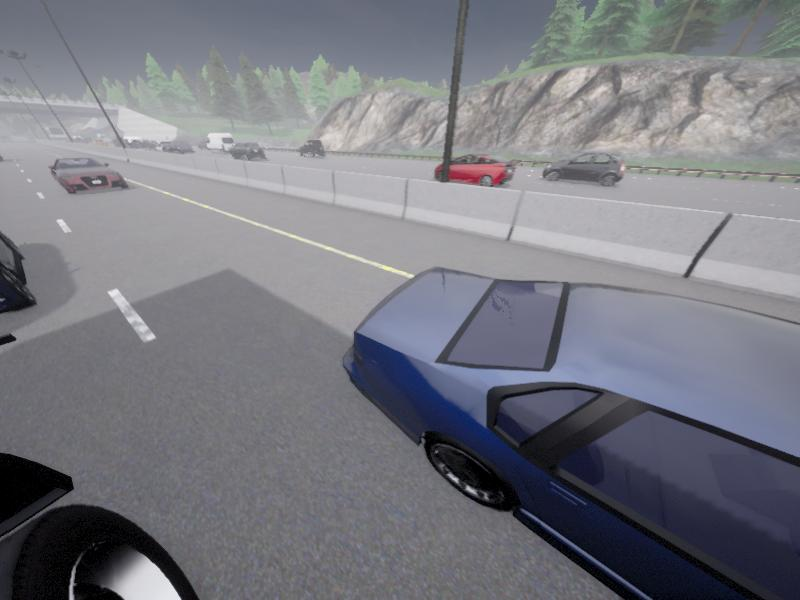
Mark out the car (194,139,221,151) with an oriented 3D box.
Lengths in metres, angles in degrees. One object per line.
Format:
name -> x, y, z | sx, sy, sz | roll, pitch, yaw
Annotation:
car -> -37.072, -29.922, 44.519 | 4.611, 1.667, 2.242 | 22, 41, 28

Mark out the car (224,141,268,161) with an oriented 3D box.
car -> -17.582, -17.088, 26.403 | 4.553, 1.767, 2.097 | 22, 41, 28

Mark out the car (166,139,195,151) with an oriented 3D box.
car -> -41.217, -29.154, 43.388 | 4.611, 1.667, 2.242 | 22, 41, 28

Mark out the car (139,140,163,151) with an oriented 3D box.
car -> -45.748, -28.492, 42.507 | 3.705, 1.549, 1.789 | 22, 41, 28

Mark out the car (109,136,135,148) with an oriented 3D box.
car -> -62.315, -35.459, 51.798 | 5.566, 2.045, 2.150 | 22, 41, 28

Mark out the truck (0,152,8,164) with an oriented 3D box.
truck -> -39.986, -14.198, 21.507 | 5.204, 2.467, 2.627 | 22, 41, 28

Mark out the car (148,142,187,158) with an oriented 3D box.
car -> -30.652, -19.851, 30.430 | 4.974, 1.542, 2.038 | 23, 41, 28

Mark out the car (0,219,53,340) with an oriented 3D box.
car -> -7.698, -0.674, 3.376 | 4.856, 1.649, 2.033 | 22, 41, 28

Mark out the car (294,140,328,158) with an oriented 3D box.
car -> -11.472, -19.561, 29.881 | 3.866, 1.878, 1.905 | 22, 41, 28

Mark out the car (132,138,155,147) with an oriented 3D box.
car -> -60.454, -36.990, 54.352 | 5.027, 1.651, 2.152 | 22, 41, 28

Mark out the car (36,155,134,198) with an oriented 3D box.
car -> -15.430, -6.180, 11.332 | 4.181, 1.385, 1.994 | 22, 41, 28

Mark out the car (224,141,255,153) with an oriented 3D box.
car -> -26.889, -25.698, 38.766 | 4.902, 1.511, 2.128 | 22, 41, 28

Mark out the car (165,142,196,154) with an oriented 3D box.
car -> -34.248, -23.720, 36.014 | 4.181, 1.385, 1.994 | 22, 41, 28

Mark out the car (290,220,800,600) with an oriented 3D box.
car -> 2.041, 0.946, 1.375 | 5.357, 1.411, 2.033 | 22, 41, 28

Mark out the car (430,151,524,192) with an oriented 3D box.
car -> 4.140, -7.427, 13.150 | 4.514, 1.525, 2.007 | 30, 45, 35

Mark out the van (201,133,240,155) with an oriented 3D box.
van -> -27.508, -23.913, 35.339 | 5.915, 2.561, 1.988 | 22, 41, 28

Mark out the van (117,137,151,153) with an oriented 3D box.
van -> -42.864, -25.050, 37.233 | 4.480, 2.038, 2.069 | 22, 41, 28

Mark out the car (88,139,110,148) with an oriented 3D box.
car -> -65.491, -34.102, 50.247 | 5.366, 1.575, 1.801 | 22, 41, 28

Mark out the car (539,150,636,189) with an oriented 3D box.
car -> 10.876, -7.847, 13.741 | 3.988, 1.617, 1.851 | 22, 41, 28
